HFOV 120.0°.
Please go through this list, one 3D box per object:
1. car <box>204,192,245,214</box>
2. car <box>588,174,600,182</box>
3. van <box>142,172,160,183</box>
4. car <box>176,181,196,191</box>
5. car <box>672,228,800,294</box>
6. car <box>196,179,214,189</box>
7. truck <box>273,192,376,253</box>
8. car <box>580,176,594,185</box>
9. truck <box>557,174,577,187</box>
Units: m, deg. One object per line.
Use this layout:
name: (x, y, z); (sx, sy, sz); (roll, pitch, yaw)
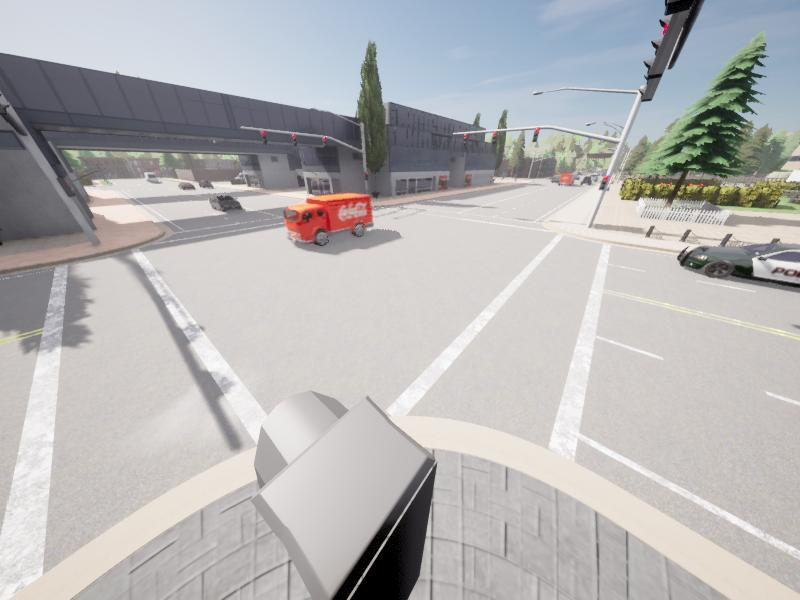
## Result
car: (-18.536, -10.331, 24.402); (4.892, 1.490, 1.837); (23, 37, 34)
car: (60.335, -38.017, 71.814); (2.150, 2.045, 5.566); (23, 37, 34)
van: (-70.897, -34.830, 65.761); (5.915, 2.561, 1.988); (23, 37, 34)
car: (-42.863, -22.874, 46.256); (4.181, 1.385, 1.994); (23, 37, 34)
car: (14.717, -1.456, 8.997); (4.974, 1.542, 2.038); (23, 37, 34)
car: (-41.642, -24.802, 49.357); (3.988, 1.617, 1.851); (25, 38, 36)
truck: (-4.294, -5.049, 14.275); (2.627, 2.467, 5.204); (22, 37, 33)
car: (47.208, -30.128, 58.317); (1.905, 1.878, 3.866); (23, 37, 34)
truck: (40.126, -28.889, 55.574); (2.627, 2.467, 5.204); (23, 37, 34)
